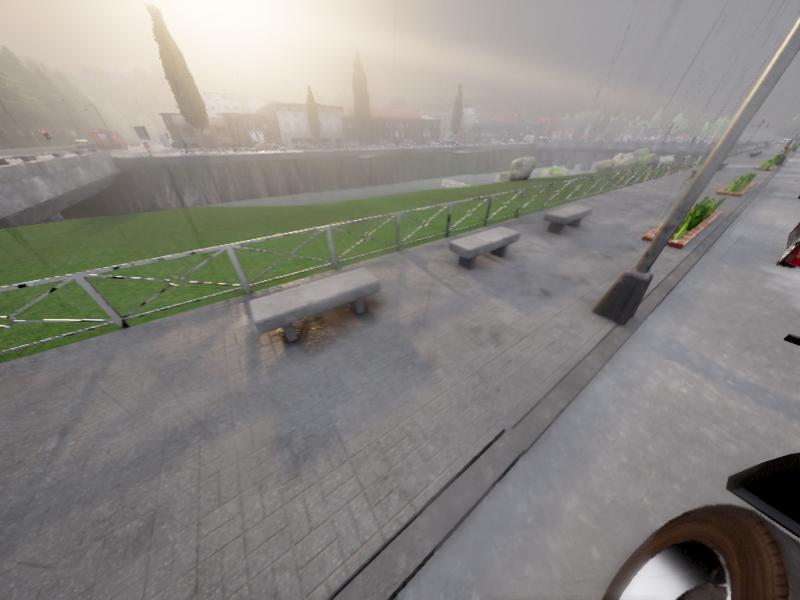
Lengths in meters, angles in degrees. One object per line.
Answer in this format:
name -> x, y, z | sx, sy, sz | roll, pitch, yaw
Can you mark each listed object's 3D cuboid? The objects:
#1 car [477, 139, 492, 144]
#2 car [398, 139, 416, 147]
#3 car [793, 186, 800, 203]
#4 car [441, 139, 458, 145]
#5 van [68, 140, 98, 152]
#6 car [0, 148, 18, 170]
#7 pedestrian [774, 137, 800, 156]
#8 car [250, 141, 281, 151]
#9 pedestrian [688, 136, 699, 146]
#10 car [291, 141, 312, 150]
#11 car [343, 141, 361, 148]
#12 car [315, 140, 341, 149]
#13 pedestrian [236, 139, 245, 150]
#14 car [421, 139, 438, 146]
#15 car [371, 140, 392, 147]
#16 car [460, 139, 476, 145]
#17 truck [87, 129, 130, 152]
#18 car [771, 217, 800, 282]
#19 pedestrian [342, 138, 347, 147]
car -> 29.492, -55.372, 80.676 | 4.892, 1.490, 1.837 | -22, 41, -27
car -> 2.039, -44.394, 65.243 | 4.856, 1.649, 2.033 | -22, 41, -27
car -> 18.368, -4.861, 9.304 | 4.514, 1.525, 2.007 | -22, 41, -27
car -> 15.591, -49.797, 72.873 | 5.008, 1.535, 1.882 | -22, 41, -27
van -> -65.214, -31.800, 47.626 | 2.069, 2.038, 4.480 | -22, 41, -27
car -> -37.130, -12.241, 20.178 | 2.038, 1.542, 4.974 | -22, 41, -28
pedestrian -> 47.366, -18.759, 28.219 | 0.751, 1.860, 0.751 | 20, 40, 26
car -> -28.123, -32.257, 48.338 | 5.027, 1.651, 2.152 | -22, 41, -27
pedestrian -> 66.450, -36.054, 52.294 | 0.751, 1.860, 0.751 | -21, 40, -26
car -> -22.008, -34.657, 51.809 | 3.806, 1.475, 1.970 | -22, 41, -27
car -> -11.890, -38.725, 57.483 | 3.806, 1.475, 1.970 | -22, 41, -28
car -> -16.963, -36.754, 54.593 | 5.238, 1.638, 1.930 | -22, 41, -28
pedestrian -> -34.543, -33.629, 49.900 | 0.751, 1.860, 0.751 | 9, 36, 13
car -> 8.752, -47.070, 69.023 | 4.974, 1.542, 2.038 | -22, 41, -27
car -> -4.893, -41.605, 61.359 | 5.238, 1.638, 1.930 | -22, 41, -27
car -> 22.441, -52.593, 76.683 | 5.238, 1.638, 1.930 | -22, 41, -27
truck -> -62.929, -34.699, 50.153 | 2.891, 3.827, 8.468 | -22, 41, -27
car -> 9.568, -1.262, 4.421 | 4.181, 1.385, 1.994 | -22, 41, -27
pedestrian -> -14.813, -42.214, 61.910 | 0.751, 1.860, 0.751 | -27, 43, -32
